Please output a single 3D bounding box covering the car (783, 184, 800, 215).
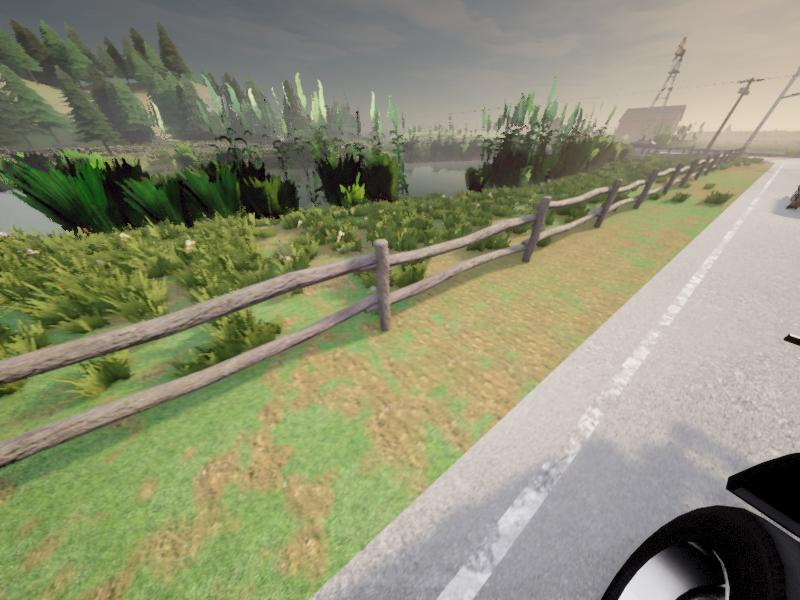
[{"bbox_3d":[16.067,-3.928,8.222,4.181,1.385,1.994,-22,41,-28],"label":"car"}]

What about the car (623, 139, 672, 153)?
[{"bbox_3d":[37.065,-23.170,34.748,1.812,1.442,4.674,-20,42,-26],"label":"car"}]

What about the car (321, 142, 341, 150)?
[{"bbox_3d":[-16.265,-36.231,54.262,3.806,1.475,1.970,-20,40,-26],"label":"car"}]
